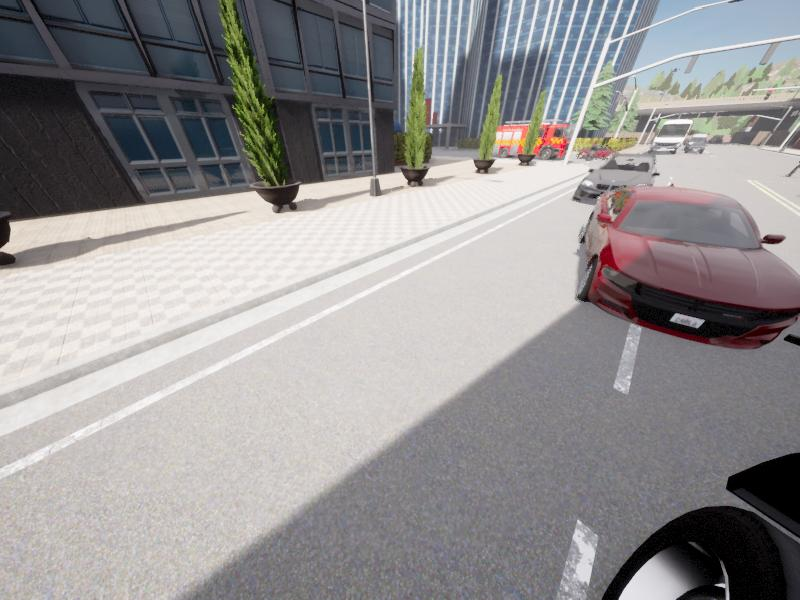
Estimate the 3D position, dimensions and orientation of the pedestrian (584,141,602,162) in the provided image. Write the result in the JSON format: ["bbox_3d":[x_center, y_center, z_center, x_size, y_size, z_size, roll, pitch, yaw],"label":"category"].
[{"bbox_3d":[20.390,-15.714,24.438,0.751,1.860,0.751,30,45,35],"label":"pedestrian"}]

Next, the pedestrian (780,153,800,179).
[{"bbox_3d":[25.010,-8.554,14.230,0.751,1.860,0.751,27,44,33],"label":"pedestrian"}]

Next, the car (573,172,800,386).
[{"bbox_3d":[4.699,-1.179,4.234,1.882,1.535,5.008,21,40,27],"label":"car"}]

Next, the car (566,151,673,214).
[{"bbox_3d":[9.219,-5.098,9.644,4.611,1.667,2.242,-30,45,-35],"label":"car"}]

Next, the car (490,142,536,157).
[{"bbox_3d":[15.856,-21.260,32.584,5.238,1.638,1.930,29,45,35],"label":"car"}]

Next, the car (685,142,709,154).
[{"bbox_3d":[46.341,-23.801,36.139,1.812,1.442,4.674,30,45,35],"label":"car"}]

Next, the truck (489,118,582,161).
[{"bbox_3d":[15.825,-19.301,27.904,2.891,3.827,8.468,-30,45,-35],"label":"truck"}]

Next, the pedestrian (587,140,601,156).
[{"bbox_3d":[26.876,-21.088,32.026,0.751,1.860,0.751,28,44,34],"label":"pedestrian"}]

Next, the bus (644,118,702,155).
[{"bbox_3d":[43.217,-25.894,36.698,3.944,4.253,10.273,30,45,35],"label":"bus"}]

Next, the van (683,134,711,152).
[{"bbox_3d":[53.414,-28.387,41.650,1.988,2.561,5.915,30,45,35],"label":"van"}]

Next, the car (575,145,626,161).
[{"bbox_3d":[23.539,-17.442,27.340,4.181,1.385,1.994,21,40,27],"label":"car"}]

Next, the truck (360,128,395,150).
[{"bbox_3d":[-5.281,-36.822,52.959,8.468,3.827,2.891,29,45,35],"label":"truck"}]
